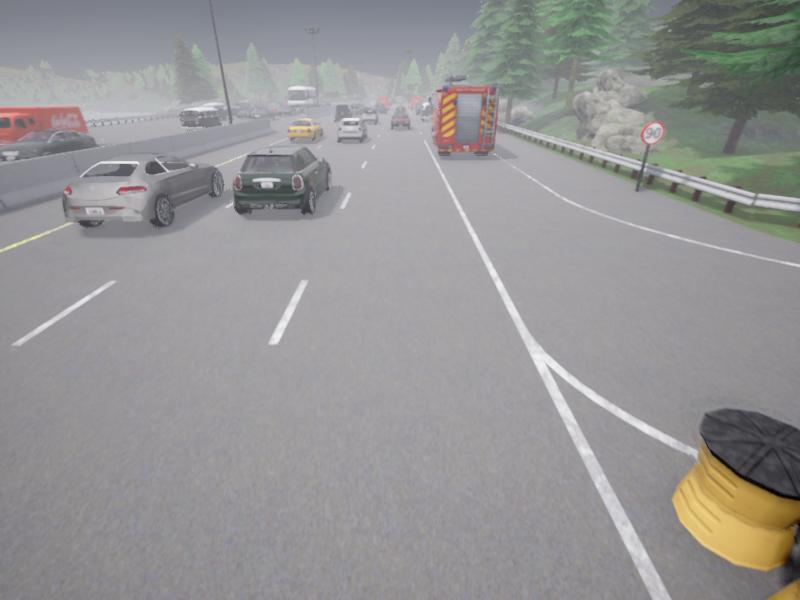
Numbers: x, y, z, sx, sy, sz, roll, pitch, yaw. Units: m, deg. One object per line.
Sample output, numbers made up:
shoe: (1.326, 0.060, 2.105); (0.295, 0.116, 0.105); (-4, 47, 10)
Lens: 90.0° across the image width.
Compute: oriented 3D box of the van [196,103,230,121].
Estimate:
van: (-24.424, -24.679, 52.446); (2.069, 2.038, 4.480); (0, 27, 0)

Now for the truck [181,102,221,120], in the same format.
truck: (-27.919, -26.755, 56.429); (2.390, 2.098, 6.274); (0, 27, 0)

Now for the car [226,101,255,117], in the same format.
car: (-24.412, -29.364, 61.539); (2.150, 2.045, 5.566); (0, 27, 0)

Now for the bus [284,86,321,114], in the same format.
bus: (-17.280, -35.883, 71.715); (3.944, 4.253, 10.273); (0, 27, 0)

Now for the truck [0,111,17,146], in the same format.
truck: (-27.961, -10.405, 24.707); (2.390, 2.098, 6.274); (0, 27, 0)

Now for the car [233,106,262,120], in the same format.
car: (-20.921, -25.791, 55.137); (2.038, 1.542, 4.974); (0, 27, 0)

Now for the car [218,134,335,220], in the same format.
car: (-3.478, -3.970, 12.380); (2.097, 1.767, 4.553); (0, 27, 0)

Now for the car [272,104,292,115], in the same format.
car: (-20.897, -33.875, 71.033); (2.152, 1.651, 5.027); (0, 27, 0)

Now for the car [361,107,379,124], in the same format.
car: (-3.431, -21.352, 46.315); (1.851, 1.617, 3.988); (0, 27, 0)

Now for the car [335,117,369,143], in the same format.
car: (-3.454, -12.503, 29.285); (1.970, 1.475, 3.806); (0, 27, 0)

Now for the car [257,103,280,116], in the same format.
car: (-20.909, -30.358, 63.719); (2.097, 1.767, 4.553); (0, 27, 0)

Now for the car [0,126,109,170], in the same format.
car: (-17.467, -7.701, 20.029); (2.128, 1.511, 4.902); (0, 27, 0)

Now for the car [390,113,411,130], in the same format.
car: (0.059, -17.737, 39.616); (1.895, 1.301, 4.718); (0, 27, 0)

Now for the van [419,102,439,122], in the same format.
van: (3.578, -23.593, 50.135); (2.069, 2.038, 4.480); (0, 27, 0)

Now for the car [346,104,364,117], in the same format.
car: (-6.910, -29.607, 62.292); (2.242, 1.667, 4.611); (0, 27, 0)

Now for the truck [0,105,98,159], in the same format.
truck: (-21.002, -9.861, 23.199); (2.627, 2.467, 5.204); (0, 27, 0)

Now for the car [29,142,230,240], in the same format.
car: (-6.981, -3.310, 11.311); (2.152, 1.651, 5.027); (0, 27, 0)

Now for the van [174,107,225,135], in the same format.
van: (-17.450, -15.781, 35.143); (2.069, 2.038, 4.480); (0, 26, 0)

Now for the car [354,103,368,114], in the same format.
car: (-6.899, -33.971, 70.786); (2.033, 1.649, 4.856); (0, 27, 0)

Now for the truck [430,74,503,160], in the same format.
truck: (3.469, -10.787, 23.345); (2.891, 3.827, 8.468); (0, 27, 1)

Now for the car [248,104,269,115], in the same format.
car: (-24.400, -33.030, 69.291); (2.007, 1.525, 4.514); (0, 27, 0)

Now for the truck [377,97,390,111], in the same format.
truck: (-3.392, -40.770, 83.051); (2.627, 2.467, 5.204); (0, 27, 0)

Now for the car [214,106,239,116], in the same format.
car: (-27.907, -30.477, 64.523); (1.895, 1.301, 4.718); (0, 27, 0)

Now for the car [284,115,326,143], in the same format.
car: (-6.954, -12.793, 29.760); (1.801, 1.575, 5.366); (0, 27, 0)

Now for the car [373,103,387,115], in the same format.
car: (-3.401, -33.183, 69.352); (2.242, 1.667, 4.611); (0, 27, 0)

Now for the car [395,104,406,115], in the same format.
car: (0.096, -31.950, 66.933); (1.882, 1.535, 5.008); (0, 27, 0)

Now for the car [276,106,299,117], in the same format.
car: (-17.412, -29.236, 61.931); (2.033, 1.411, 5.357); (0, 27, 0)

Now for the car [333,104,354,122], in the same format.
car: (-6.928, -23.064, 49.353); (1.905, 1.878, 3.866); (0, 27, 0)

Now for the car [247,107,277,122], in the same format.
car: (-17.426, -23.594, 50.869); (2.128, 1.511, 4.902); (0, 27, 0)

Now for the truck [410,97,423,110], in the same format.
truck: (3.607, -42.512, 86.383); (2.627, 2.467, 5.204); (2, 27, 3)
